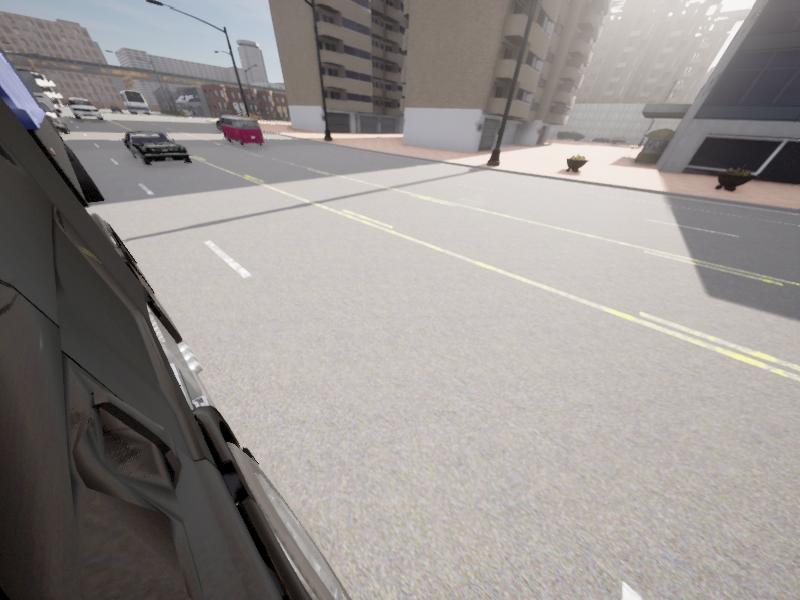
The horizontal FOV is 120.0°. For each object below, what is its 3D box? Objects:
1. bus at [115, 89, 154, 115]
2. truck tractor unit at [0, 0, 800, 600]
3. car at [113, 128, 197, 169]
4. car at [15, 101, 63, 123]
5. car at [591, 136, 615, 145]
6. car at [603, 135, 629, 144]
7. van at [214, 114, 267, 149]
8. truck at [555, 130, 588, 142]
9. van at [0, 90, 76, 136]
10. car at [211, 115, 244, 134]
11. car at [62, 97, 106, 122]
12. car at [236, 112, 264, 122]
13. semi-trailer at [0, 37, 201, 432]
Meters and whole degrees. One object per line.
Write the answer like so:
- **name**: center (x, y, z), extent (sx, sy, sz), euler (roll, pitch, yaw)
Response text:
- **bus**: center (-63.708, -47.214, 55.328), extent (10.273, 4.253, 3.944), euler (32, 46, 32)
- **truck tractor unit**: center (-2.645, -0.295, 0.351), extent (6.516, 4.208, 3.053), euler (28, 44, 30)
- **car**: center (-12.920, -8.063, 12.159), extent (4.718, 1.301, 1.895), euler (30, 44, 29)
- **car**: center (-37.989, -19.870, 24.389), extent (4.902, 1.511, 2.128), euler (30, 45, 29)
- **car**: center (48.212, -37.945, 54.791), extent (3.806, 1.475, 1.970), euler (31, 45, 31)
- **car**: center (58.450, -43.481, 62.660), extent (4.856, 1.649, 2.033), euler (31, 45, 31)
- **van**: center (-13.532, -14.344, 19.619), extent (4.442, 1.987, 1.775), euler (30, 45, 29)
- **truck**: center (44.914, -43.050, 60.606), extent (6.274, 2.098, 2.390), euler (31, 45, 31)
- **van**: center (-28.146, -14.503, 17.901), extent (6.366, 2.431, 2.351), euler (30, 45, 29)
- **car**: center (-20.960, -21.351, 28.092), extent (3.633, 1.501, 1.845), euler (30, 45, 29)
- **car**: center (-39.068, -23.570, 28.567), extent (5.566, 2.045, 2.150), euler (30, 44, 29)
- **car**: center (-35.937, -43.928, 55.563), extent (1.882, 1.535, 5.008), euler (30, 45, 31)
- **semi-trailer**: center (-8.656, -3.669, 4.217), extent (14.254, 4.402, 2.717), euler (29, 44, 30)
